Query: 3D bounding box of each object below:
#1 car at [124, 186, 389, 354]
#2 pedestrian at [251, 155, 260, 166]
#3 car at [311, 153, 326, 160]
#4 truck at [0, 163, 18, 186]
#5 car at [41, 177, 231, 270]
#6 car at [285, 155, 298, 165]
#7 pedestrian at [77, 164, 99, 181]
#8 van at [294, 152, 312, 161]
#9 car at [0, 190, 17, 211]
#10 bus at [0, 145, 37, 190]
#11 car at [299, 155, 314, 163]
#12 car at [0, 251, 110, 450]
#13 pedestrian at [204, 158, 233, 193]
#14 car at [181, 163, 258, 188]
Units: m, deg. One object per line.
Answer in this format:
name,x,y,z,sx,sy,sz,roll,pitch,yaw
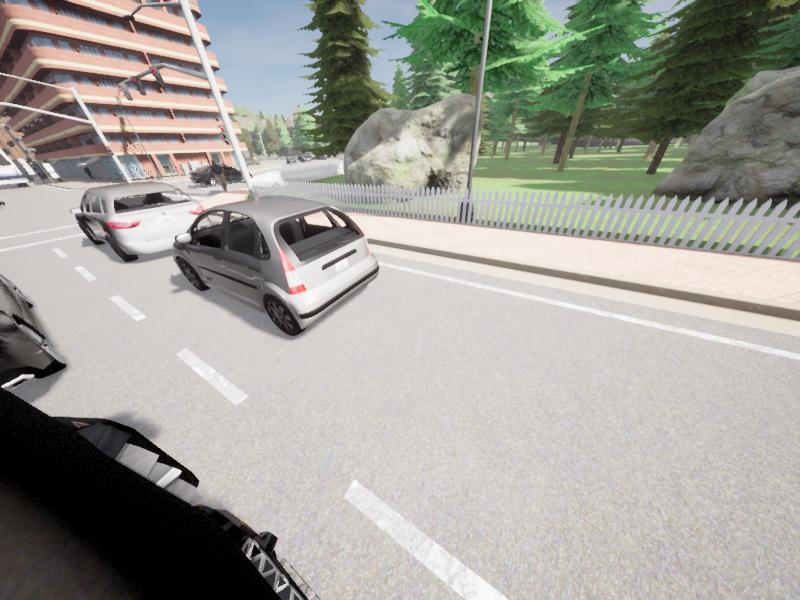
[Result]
car,-2.422,-0.932,4.082,3.988,1.617,1.851,16,38,27
pedestrian,-27.574,-26.627,44.056,0.751,1.860,0.751,-7,34,-6
car,-21.926,-38.390,61.987,4.193,1.474,1.816,26,43,36
truck,-60.299,-18.923,33.617,8.468,3.827,2.891,16,38,27
car,-7.775,-2.552,6.877,4.611,1.667,2.242,17,38,27
car,-21.890,-28.161,46.529,1.789,1.549,3.705,-16,35,-19
pedestrian,-39.858,-16.262,29.500,0.751,1.860,0.751,14,37,23
van,-25.519,-37.686,60.749,4.442,1.987,1.775,23,41,33
car,-26.564,-5.613,13.148,5.357,1.411,2.033,-3,34,0
bus,-49.466,-15.816,27.728,10.273,4.253,3.944,16,38,27
car,-20.687,-31.185,51.052,1.970,1.475,3.806,-19,37,-23
car,-6.014,0.304,2.585,4.902,1.511,2.128,16,38,27
pedestrian,-11.345,-7.836,14.516,0.751,1.860,0.751,-19,37,-23
car,-15.576,-11.043,20.316,1.837,1.490,4.892,14,37,23
